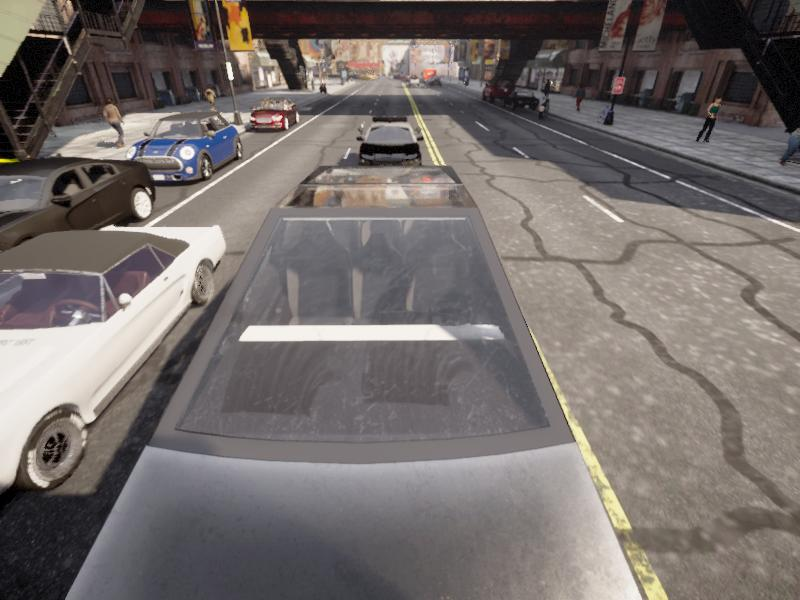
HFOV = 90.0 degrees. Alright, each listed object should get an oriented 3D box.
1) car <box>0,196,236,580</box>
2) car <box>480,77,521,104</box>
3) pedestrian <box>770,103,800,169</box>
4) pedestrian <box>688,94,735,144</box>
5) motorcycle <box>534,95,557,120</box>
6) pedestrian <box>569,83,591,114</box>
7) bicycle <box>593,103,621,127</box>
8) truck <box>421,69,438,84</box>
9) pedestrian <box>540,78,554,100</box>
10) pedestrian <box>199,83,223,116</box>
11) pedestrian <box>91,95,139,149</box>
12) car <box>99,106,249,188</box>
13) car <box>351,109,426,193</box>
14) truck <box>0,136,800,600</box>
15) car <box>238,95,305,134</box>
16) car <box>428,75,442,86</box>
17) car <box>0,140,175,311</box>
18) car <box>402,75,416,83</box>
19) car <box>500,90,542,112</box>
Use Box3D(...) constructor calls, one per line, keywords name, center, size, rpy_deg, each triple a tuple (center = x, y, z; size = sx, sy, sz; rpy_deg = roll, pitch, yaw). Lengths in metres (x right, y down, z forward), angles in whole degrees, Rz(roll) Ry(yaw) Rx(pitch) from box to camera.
Box3D(name="car", center=(-3.703, 0.165, 4.422), size=(1.895, 1.301, 4.718), rpy_deg=(0, 30, -1))
Box3D(name="car", center=(9.507, -20.162, 38.436), size=(2.435, 2.045, 5.566), rpy_deg=(0, 30, -1))
Box3D(name="pedestrian", center=(12.829, -5.170, 12.656), size=(0.751, 1.860, 0.751), rpy_deg=(0, 30, -1))
Box3D(name="pedestrian", center=(13.011, -7.565, 16.748), size=(0.751, 1.860, 0.751), rpy_deg=(2, 30, 3))
Box3D(name="motorcycle", center=(9.659, -12.803, 26.570), size=(0.764, 1.277, 2.356), rpy_deg=(16, 34, 25))
Box3D(name="pedestrian", center=(12.433, -13.949, 27.654), size=(0.751, 1.860, 0.751), rpy_deg=(0, 30, -1))
Box3D(name="bicycle", center=(11.579, -10.410, 22.458), size=(0.373, 1.024, 1.643), rpy_deg=(8, 30, -6))
Box3D(name="truck", center=(5.807, -44.839, 80.160), size=(2.627, 2.467, 5.204), rpy_deg=(-2, 30, -4))
Box3D(name="pedestrian", center=(14.414, -20.716, 39.218), size=(0.751, 1.860, 0.751), rpy_deg=(-4, 31, -7))
Box3D(name="pedestrian", center=(-12.233, -12.967, 25.935), size=(0.751, 1.860, 0.751), rpy_deg=(1, 30, 2))
Box3D(name="pedestrian", center=(-11.133, -6.957, 15.669), size=(0.751, 1.860, 0.751), rpy_deg=(0, 30, 0))
Box3D(name="car", center=(-6.862, -5.114, 12.950), size=(2.185, 1.767, 4.553), rpy_deg=(0, 30, -1))
Box3D(name="car", center=(-0.319, -4.995, 12.902), size=(1.930, 1.638, 5.238), rpy_deg=(0, 30, -1))
Box3D(name="truck", center=(-0.196, -0.021, 3.952), size=(2.390, 2.098, 6.274), rpy_deg=(0, 30, -1))
Box3D(name="car", center=(-6.956, -10.448, 22.313), size=(2.231, 1.521, 4.892), rpy_deg=(0, 30, -1))
Box3D(name="car", center=(6.013, -38.082, 69.489), size=(2.038, 1.542, 4.974), rpy_deg=(0, 30, -1))
Box3D(name="car", center=(-6.646, -1.761, 7.470), size=(2.097, 1.535, 5.008), rpy_deg=(0, 30, -1))
Box3D(name="car", center=(1.863, -46.337, 83.867), size=(1.895, 1.301, 4.718), rpy_deg=(-6, 31, -10))
Box3D(name="car", center=(9.641, -16.110, 32.239), size=(1.895, 1.301, 4.718), rpy_deg=(0, 30, -1))
